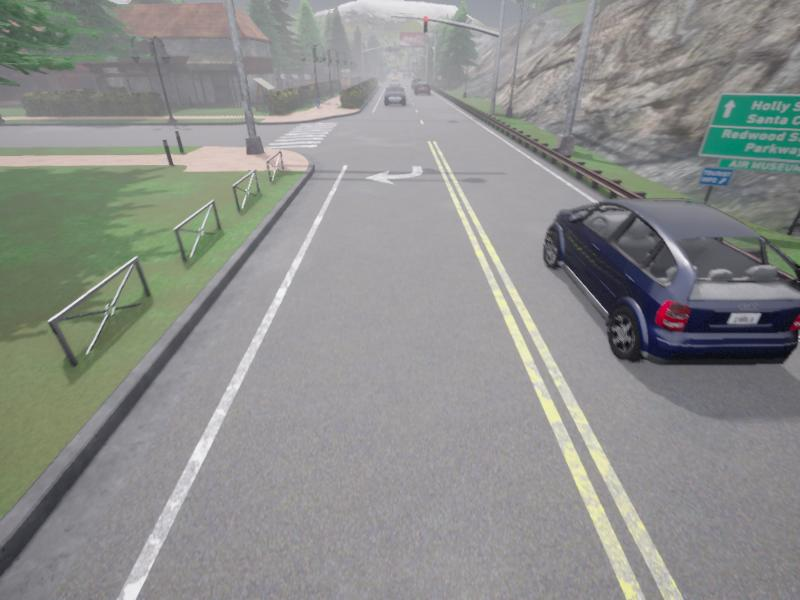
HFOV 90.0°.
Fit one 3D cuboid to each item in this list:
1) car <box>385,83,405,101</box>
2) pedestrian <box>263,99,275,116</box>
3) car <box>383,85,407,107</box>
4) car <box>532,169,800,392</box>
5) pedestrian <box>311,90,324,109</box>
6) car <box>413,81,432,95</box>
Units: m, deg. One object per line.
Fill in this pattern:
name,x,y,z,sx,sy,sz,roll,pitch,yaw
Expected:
car,-0.533,-22.891,43.969,2.128,1.511,4.902,0,30,0
pedestrian,-9.457,-13.903,28.912,0.500,1.100,0.500,0,30,0
car,-0.459,-19.063,37.266,2.033,1.649,4.856,0,30,0
car,3.404,-0.614,5.558,1.789,1.549,3.705,0,30,0
pedestrian,-6.685,-16.335,32.566,0.751,1.300,0.751,1,30,2
car,2.875,-27.736,52.327,2.163,1.488,4.792,0,30,0
